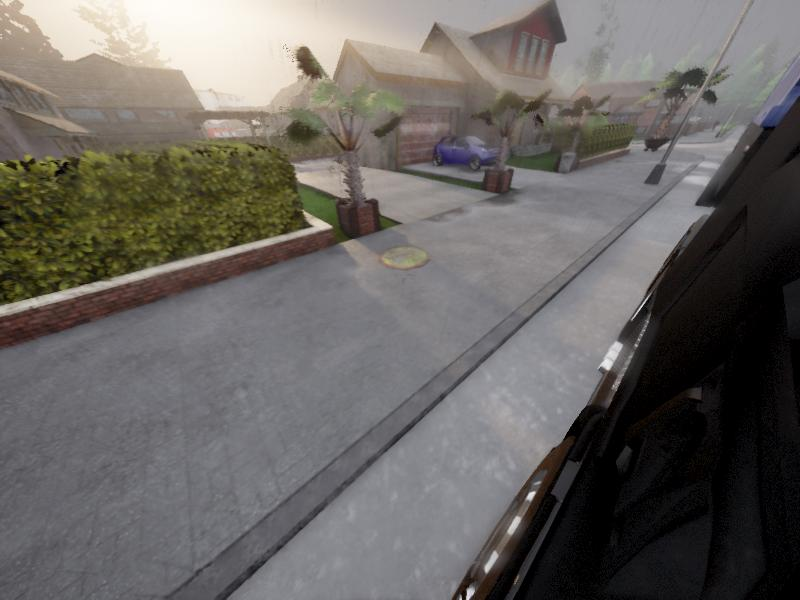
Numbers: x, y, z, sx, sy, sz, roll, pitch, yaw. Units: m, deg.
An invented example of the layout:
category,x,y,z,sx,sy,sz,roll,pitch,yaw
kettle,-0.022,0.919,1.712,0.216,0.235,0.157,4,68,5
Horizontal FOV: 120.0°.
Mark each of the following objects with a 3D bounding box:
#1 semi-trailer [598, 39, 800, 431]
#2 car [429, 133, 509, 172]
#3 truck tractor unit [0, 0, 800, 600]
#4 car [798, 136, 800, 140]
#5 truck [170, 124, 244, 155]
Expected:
category,x,y,z,sx,sy,sz,roll,pitch,yaw
semi-trailer,8.703,-3.570,4.269,14.254,4.402,2.717,-28,43,-30
car,3.603,-8.146,12.665,1.845,1.501,3.633,-30,45,-32
truck tractor unit,2.645,-0.295,0.351,6.516,4.208,3.053,-28,44,-30
car,41.744,-16.723,22.581,4.553,1.767,2.097,-27,43,-30
truck,-31.678,-26.767,38.376,8.468,3.827,2.891,-28,43,-30
